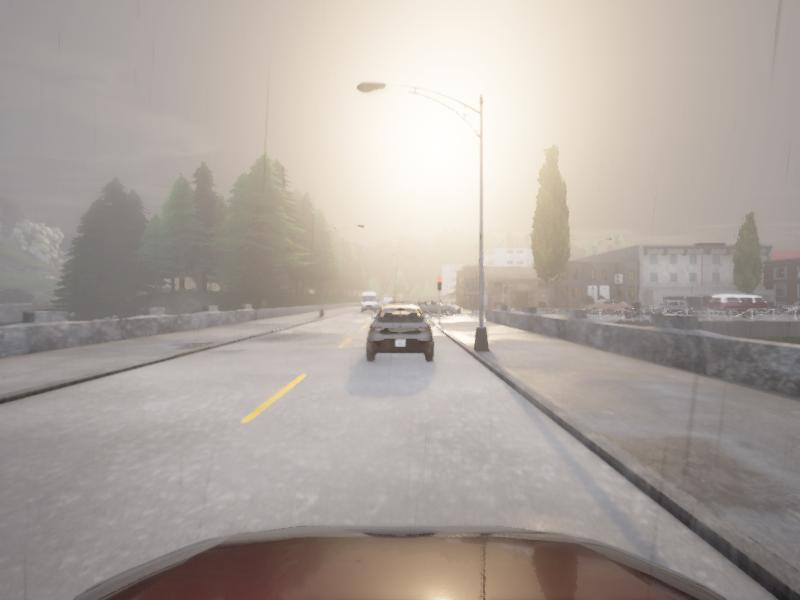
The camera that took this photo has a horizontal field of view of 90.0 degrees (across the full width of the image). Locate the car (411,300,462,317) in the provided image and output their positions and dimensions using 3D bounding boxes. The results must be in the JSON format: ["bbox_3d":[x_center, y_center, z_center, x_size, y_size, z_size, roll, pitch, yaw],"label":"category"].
[{"bbox_3d":[3.523,0.774,38.333,4.514,1.525,2.007,0,0,20],"label":"car"}]

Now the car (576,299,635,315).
[{"bbox_3d":[21.307,0.723,41.579,5.027,1.651,2.152,0,0,0],"label":"car"}]

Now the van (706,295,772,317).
[{"bbox_3d":[31.750,0.519,37.570,4.480,2.038,2.069,0,0,0],"label":"van"}]

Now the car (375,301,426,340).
[{"bbox_3d":[0.025,0.801,18.280,2.038,1.542,4.974,0,0,0],"label":"car"}]

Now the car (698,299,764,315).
[{"bbox_3d":[34.328,0.713,41.561,5.238,1.638,1.930,0,0,0],"label":"car"}]

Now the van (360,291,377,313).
[{"bbox_3d":[-3.774,0.253,49.197,1.988,2.561,5.915,0,0,-3],"label":"van"}]

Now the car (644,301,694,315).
[{"bbox_3d":[27.883,0.795,41.570,3.806,1.475,1.970,0,0,0],"label":"car"}]

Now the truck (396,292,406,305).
[{"bbox_3d":[0.210,-0.488,117.076,2.891,3.827,8.468,0,0,0],"label":"truck"}]

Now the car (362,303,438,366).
[{"bbox_3d":[0.011,0.838,11.680,1.816,1.474,4.193,0,0,0],"label":"car"}]

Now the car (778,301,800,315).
[{"bbox_3d":[42.103,0.795,41.552,3.806,1.475,1.970,0,0,0],"label":"car"}]
